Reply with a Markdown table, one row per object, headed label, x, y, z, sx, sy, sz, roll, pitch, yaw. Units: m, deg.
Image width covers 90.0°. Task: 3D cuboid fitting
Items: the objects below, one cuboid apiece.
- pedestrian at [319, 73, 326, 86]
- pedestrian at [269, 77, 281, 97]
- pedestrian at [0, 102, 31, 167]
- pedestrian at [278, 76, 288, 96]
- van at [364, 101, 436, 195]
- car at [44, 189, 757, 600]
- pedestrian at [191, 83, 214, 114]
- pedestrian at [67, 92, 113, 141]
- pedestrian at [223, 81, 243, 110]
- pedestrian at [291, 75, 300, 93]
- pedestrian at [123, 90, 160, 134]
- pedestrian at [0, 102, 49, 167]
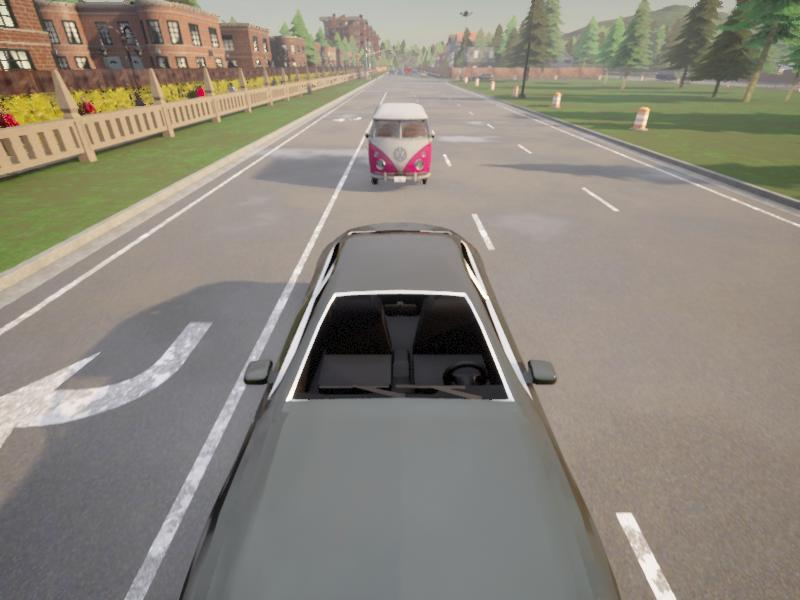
| label | x | y | z | sx | sy | sz | roll | pitch | yaw |
| --- | --- | --- | --- | --- | --- | --- | --- | --- | --- |
| pedestrian | -12.731 | -36.237 | 65.700 | 0.751 | 1.860 | 0.751 | 0 | 30 | -1 |
| pedestrian | -13.381 | -22.874 | 42.865 | 0.751 | 1.860 | 0.751 | 1 | 30 | 2 |
| pedestrian | -13.038 | -5.353 | 12.940 | 0.751 | 1.860 | 0.751 | 2 | 30 | 4 |
| pedestrian | -12.731 | -23.267 | 43.536 | 0.751 | 1.860 | 0.751 | -2 | 30 | -3 |
| van | 0.001 | -4.839 | 12.291 | 1.775 | 1.987 | 4.442 | 0 | 30 | 0 |
| car | 0.002 | 0.542 | 3.459 | 2.152 | 1.651 | 5.027 | 0 | 30 | 0 |
| pedestrian | -13.462 | -13.749 | 27.280 | 0.751 | 1.860 | 0.751 | 0 | 30 | 0 |
| pedestrian | -13.393 | -7.935 | 17.350 | 0.751 | 1.860 | 0.751 | 1 | 30 | 1 |
| pedestrian | -12.335 | -15.100 | 29.587 | 0.751 | 1.860 | 0.751 | 0 | 30 | 0 |
| pedestrian | -12.643 | -26.142 | 48.447 | 0.751 | 1.860 | 0.751 | 0 | 30 | 1 |
| pedestrian | -12.385 | -9.014 | 19.192 | 0.751 | 1.860 | 0.751 | 0 | 30 | 0 |
| pedestrian | -12.399 | -5.335 | 12.909 | 0.751 | 1.860 | 0.751 | 0 | 30 | 0 |
